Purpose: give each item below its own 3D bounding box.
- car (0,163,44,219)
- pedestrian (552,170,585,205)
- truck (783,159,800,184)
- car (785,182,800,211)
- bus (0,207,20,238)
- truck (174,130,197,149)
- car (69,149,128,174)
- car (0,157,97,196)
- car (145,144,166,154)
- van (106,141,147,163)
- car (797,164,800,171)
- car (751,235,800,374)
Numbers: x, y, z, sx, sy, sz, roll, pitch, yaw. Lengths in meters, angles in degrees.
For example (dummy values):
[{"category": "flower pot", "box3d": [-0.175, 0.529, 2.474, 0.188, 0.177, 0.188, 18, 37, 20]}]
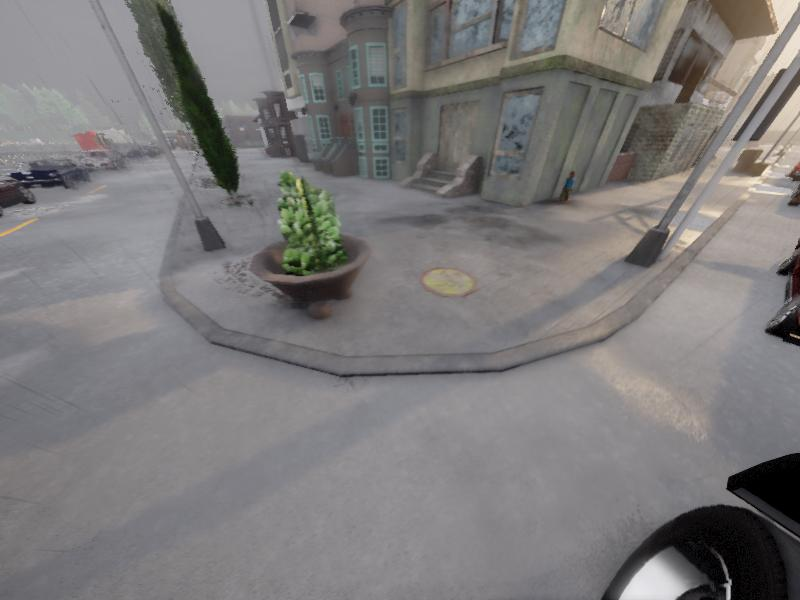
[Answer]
[{"category": "car", "box3d": [-15.542, -3.789, 8.126, 1.970, 1.475, 3.806, -22, 41, -28]}, {"category": "pedestrian", "box3d": [6.286, -4.200, 8.629, 0.500, 1.100, 0.500, -22, 41, -28]}, {"category": "truck", "box3d": [24.754, -7.954, 12.837, 5.204, 2.467, 2.627, -22, 40, -28]}, {"category": "car", "box3d": [16.553, -4.163, 8.478, 4.181, 1.385, 1.994, -22, 41, -28]}, {"category": "bus", "box3d": [-10.450, -0.936, 1.633, 3.944, 4.253, 10.273, -23, 41, -29]}, {"category": "truck", "box3d": [-56.186, -42.084, 60.700, 2.891, 3.827, 8.468, -22, 41, -28]}, {"category": "car", "box3d": [-25.418, -11.888, 19.687, 1.970, 1.475, 3.806, -22, 41, -28]}, {"category": "car", "box3d": [-19.639, -7.080, 12.982, 1.895, 1.301, 4.718, -22, 41, -28]}, {"category": "car", "box3d": [-45.353, -28.210, 43.017, 1.812, 1.442, 4.674, -22, 41, -28]}, {"category": "van", "box3d": [-31.792, -17.319, 26.998, 1.775, 1.987, 4.442, -22, 41, -28]}, {"category": "car", "box3d": [32.624, -10.934, 17.484, 3.866, 1.878, 1.905, -22, 41, -28]}, {"category": "car", "box3d": [6.889, -0.191, 2.994, 4.718, 1.301, 1.895, -22, 41, -28]}]
